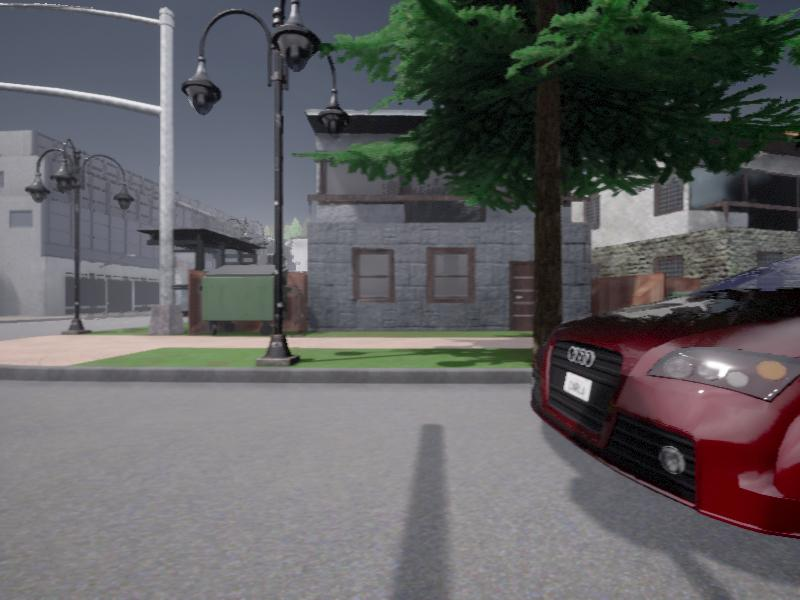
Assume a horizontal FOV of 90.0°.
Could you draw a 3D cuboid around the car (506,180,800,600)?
[{"bbox_3d":[3.002,0.308,2.365,4.181,1.385,1.994,0,0,-2],"label":"car"}]
